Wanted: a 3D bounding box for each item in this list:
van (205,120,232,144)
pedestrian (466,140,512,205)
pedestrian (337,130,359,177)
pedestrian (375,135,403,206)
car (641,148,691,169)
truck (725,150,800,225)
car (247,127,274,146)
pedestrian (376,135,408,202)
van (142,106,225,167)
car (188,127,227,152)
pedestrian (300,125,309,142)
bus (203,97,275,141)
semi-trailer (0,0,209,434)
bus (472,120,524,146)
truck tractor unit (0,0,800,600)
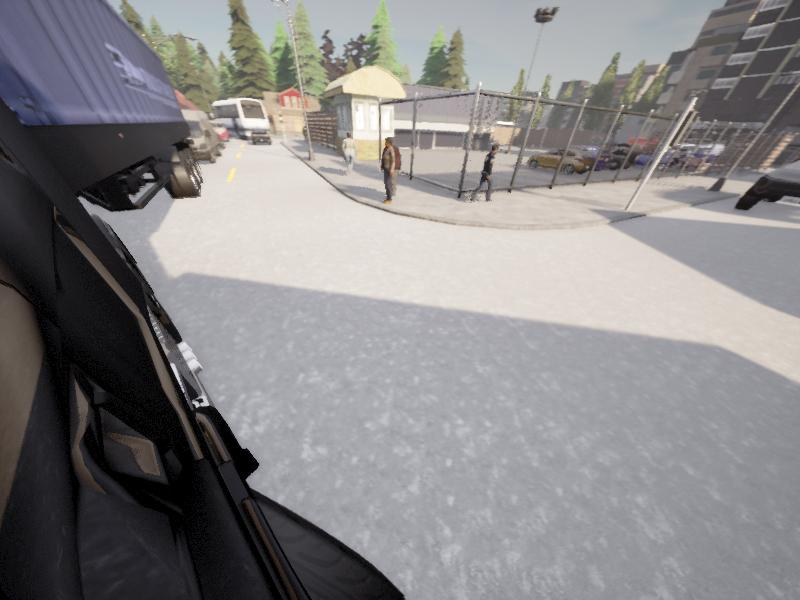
[{"bbox_3d":[-20.972,-19.424,26.648,1.775,1.987,4.442,-20,42,-27],"label":"van"},{"bbox_3d":[3.001,-4.358,7.950,0.751,1.860,0.751,-8,38,-15],"label":"pedestrian"},{"bbox_3d":[-2.530,-7.241,11.444,0.751,1.860,0.751,2,37,-1],"label":"pedestrian"},{"bbox_3d":[-0.368,-4.054,7.314,0.751,1.860,0.751,-2,37,-7],"label":"pedestrian"},{"bbox_3d":[26.486,-14.153,23.040,3.705,1.547,1.789,-15,40,-23],"label":"car"},{"bbox_3d":[16.690,-4.582,9.193,6.274,2.098,2.390,-15,40,-22],"label":"truck"},{"bbox_3d":[-15.988,-18.764,26.500,2.128,1.511,4.902,-15,40,-22],"label":"car"},{"bbox_3d":[-0.286,-4.425,7.817,0.751,1.860,0.751,19,40,21],"label":"pedestrian"},{"bbox_3d":[-12.875,-10.182,14.334,1.988,2.561,5.915,-15,40,-22],"label":"van"},{"bbox_3d":[-16.337,-13.833,19.824,1.789,1.549,3.705,-15,40,-23],"label":"car"},{"bbox_3d":[-13.014,-22.743,31.518,0.751,1.860,0.751,-13,39,-20],"label":"pedestrian"},{"bbox_3d":[-22.545,-25.168,32.340,10.273,4.253,3.944,28,44,31],"label":"bus"},{"bbox_3d":[-7.240,-4.314,5.266,2.717,4.402,14.254,-19,42,-26],"label":"semi-trailer"},{"bbox_3d":[21.859,-37.271,51.604,10.273,4.253,3.944,-16,41,-23],"label":"bus"},{"bbox_3d":[-2.645,-0.295,0.352,6.516,4.208,3.053,28,44,30],"label":"truck tractor unit"}]
